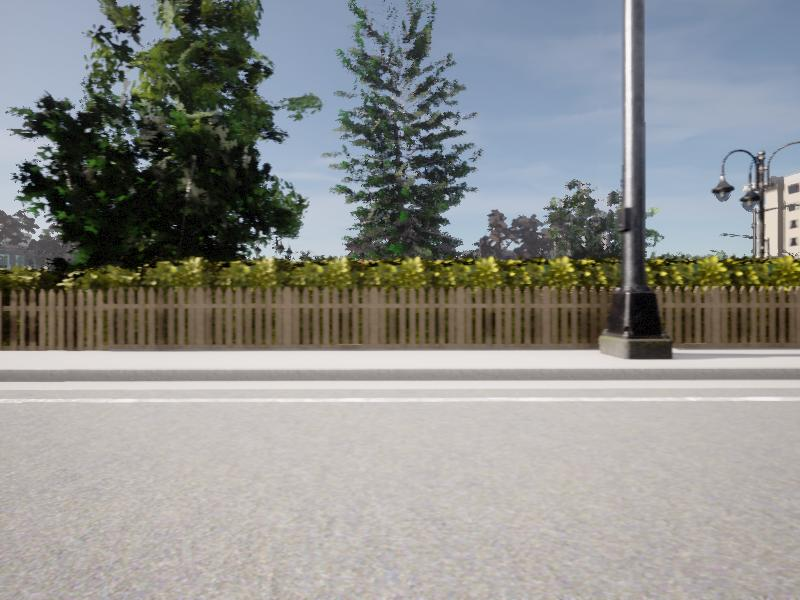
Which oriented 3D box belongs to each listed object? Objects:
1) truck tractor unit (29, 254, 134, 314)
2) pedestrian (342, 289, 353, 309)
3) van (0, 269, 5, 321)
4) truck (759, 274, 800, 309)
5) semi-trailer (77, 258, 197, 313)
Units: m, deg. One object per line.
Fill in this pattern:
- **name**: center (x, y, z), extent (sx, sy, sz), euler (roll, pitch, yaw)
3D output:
- **truck tractor unit**: center (-24.638, -1.089, 31.477), extent (3.053, 4.208, 6.516), euler (0, 0, -1)
- **pedestrian**: center (-4.987, -0.103, 37.873), extent (0.751, 1.860, 0.751), euler (0, 0, 31)
- **van**: center (-21.050, -0.249, 17.377), extent (1.988, 2.561, 5.915), euler (0, 0, 0)
- **truck**: center (45.206, -0.984, 44.217), extent (2.891, 3.827, 8.468), euler (0, 0, -5)
- **semi-trailer**: center (-24.802, -1.185, 39.389), extent (2.717, 4.402, 14.254), euler (0, 0, -1)
